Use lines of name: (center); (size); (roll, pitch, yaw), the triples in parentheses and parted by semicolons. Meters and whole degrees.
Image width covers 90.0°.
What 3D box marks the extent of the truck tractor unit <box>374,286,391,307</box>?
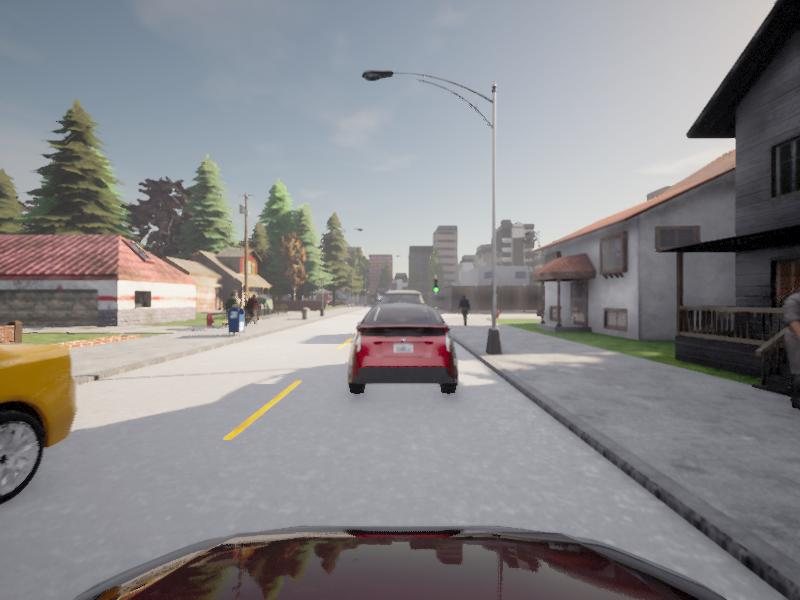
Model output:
truck tractor unit: (-3.633, -0.651, 83.394); (3.053, 4.208, 6.516); (0, 0, 1)

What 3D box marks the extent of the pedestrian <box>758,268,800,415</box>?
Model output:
pedestrian: (5.421, 0.525, 5.267); (0.751, 1.860, 0.751); (0, 0, -1)

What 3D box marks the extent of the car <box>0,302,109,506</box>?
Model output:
car: (-3.994, 0.821, 1.672); (1.882, 1.535, 5.008); (0, 1, 0)

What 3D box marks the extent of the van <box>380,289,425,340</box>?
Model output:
van: (0.077, 0.572, 17.874); (1.775, 1.987, 4.442); (0, 0, -1)

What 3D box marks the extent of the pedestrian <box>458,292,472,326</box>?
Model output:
pedestrian: (3.653, 0.500, 22.511); (0.751, 1.860, 0.751); (0, 0, 7)

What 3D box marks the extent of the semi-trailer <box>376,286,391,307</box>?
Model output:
semi-trailer: (-3.554, -0.756, 91.304); (2.717, 4.402, 14.254); (0, 0, 0)

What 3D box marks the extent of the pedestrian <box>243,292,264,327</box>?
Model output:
pedestrian: (-8.016, 0.500, 21.900); (0.751, 1.860, 0.751); (0, 0, 18)

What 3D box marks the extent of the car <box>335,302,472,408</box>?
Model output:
car: (0.043, 0.816, 8.145); (2.007, 1.525, 4.514); (0, 0, 0)

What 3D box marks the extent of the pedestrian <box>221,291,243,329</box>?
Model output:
pedestrian: (-8.348, 0.503, 19.864); (0.751, 1.860, 0.751); (0, 0, 6)
